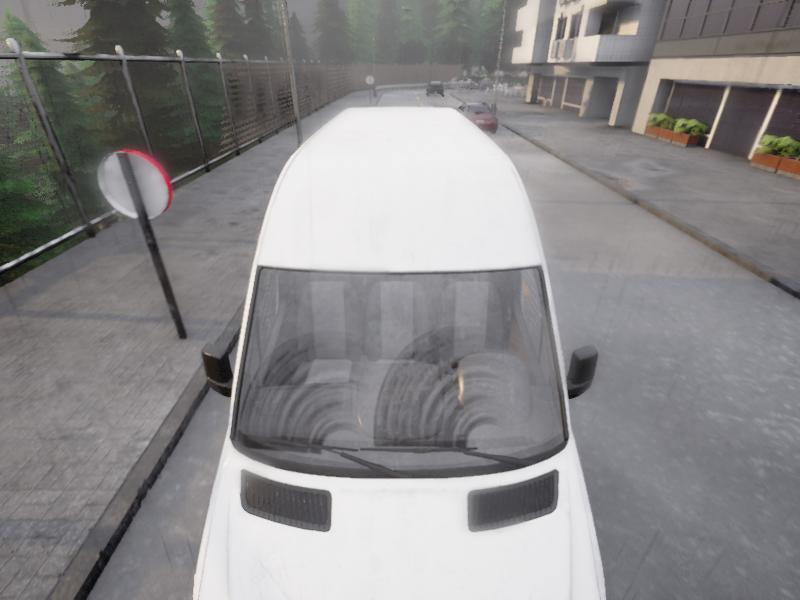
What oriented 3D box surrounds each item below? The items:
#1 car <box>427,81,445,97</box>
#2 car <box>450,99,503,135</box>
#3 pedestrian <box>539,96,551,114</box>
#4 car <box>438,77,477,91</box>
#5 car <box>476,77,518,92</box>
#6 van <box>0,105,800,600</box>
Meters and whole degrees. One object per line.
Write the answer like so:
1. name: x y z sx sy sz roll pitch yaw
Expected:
1. car: 4.047 -24.163 45.766 1.837 1.490 4.892 1 29 2
2. car: 3.996 -9.953 21.631 1.994 1.385 4.181 0 30 0
3. pedestrian: 10.068 -13.508 27.742 0.500 1.100 0.500 0 30 0
4. car: 8.288 -31.179 57.630 5.027 1.651 2.152 -7 31 -12
5. car: 13.250 -29.651 55.018 5.027 1.651 2.152 -3 30 -6
6. van: -0.003 -0.185 3.792 1.988 2.561 5.915 0 30 0
